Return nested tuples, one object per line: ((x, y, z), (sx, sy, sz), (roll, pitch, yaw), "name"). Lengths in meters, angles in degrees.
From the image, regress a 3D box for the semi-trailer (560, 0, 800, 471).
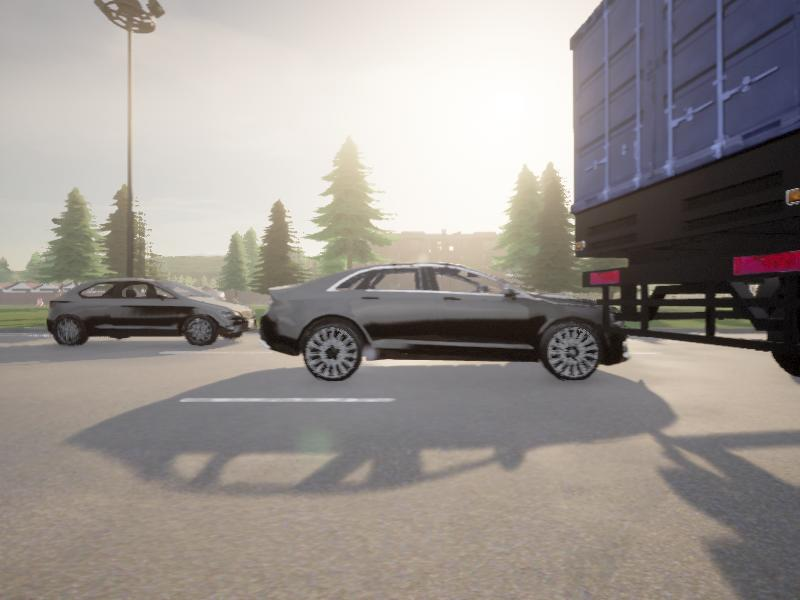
((9.170, -1.216, 4.451), (14.254, 4.402, 2.717), (0, 0, -8), "semi-trailer")

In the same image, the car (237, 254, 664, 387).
((0.581, 0.235, 5.651), (4.902, 1.511, 2.128), (0, 0, 0), "car")

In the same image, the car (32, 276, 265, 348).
((-5.508, 0.252, 9.187), (4.193, 1.474, 1.816), (0, 0, 0), "car")

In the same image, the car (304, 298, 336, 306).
((-12.736, 0.338, 63.748), (4.718, 1.301, 1.895), (0, 0, 0), "car")
